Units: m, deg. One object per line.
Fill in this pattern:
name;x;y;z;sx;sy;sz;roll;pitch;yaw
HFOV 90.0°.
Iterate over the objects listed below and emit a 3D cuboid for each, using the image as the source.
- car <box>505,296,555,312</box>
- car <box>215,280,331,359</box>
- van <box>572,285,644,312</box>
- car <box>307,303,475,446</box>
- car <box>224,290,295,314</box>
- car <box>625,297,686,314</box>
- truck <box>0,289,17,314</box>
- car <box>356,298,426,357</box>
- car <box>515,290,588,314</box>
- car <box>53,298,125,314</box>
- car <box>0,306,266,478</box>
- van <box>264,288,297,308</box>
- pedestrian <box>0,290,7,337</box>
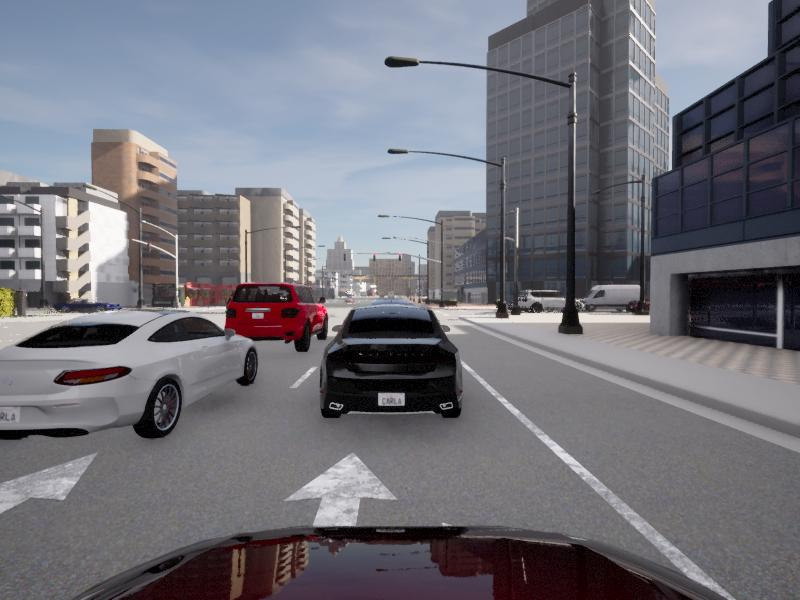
car;12.427;0.376;38.379;4.193;1.474;1.816;0;1;-1
car;-3.796;0.479;13.206;2.150;2.045;5.566;0;1;-1
van;19.906;-0.155;38.479;5.915;2.561;1.988;0;1;-1
car;-0.149;0.835;6.827;1.837;1.490;4.892;0;0;-1
car;-12.262;0.143;35.260;5.566;2.045;2.150;1;1;-8
car;22.343;0.440;35.044;4.193;1.474;1.816;0;1;-1
truck;-36.999;0.120;34.156;6.274;2.098;2.390;0;1;-1
car;-0.289;0.737;13.310;1.882;1.535;5.008;0;1;-1
car;13.121;0.151;34.925;5.566;2.045;2.150;0;1;0
car;-26.573;0.523;34.250;4.718;1.301;1.895;0;1;1
car;-3.631;0.861;5.908;1.812;1.442;4.674;0;0;-1
van;-15.145;-0.233;51.184;2.351;2.431;6.366;0;0;-1
pedestrian;-16.151;0.525;15.822;0.751;1.860;0.751;-1;1;-38
